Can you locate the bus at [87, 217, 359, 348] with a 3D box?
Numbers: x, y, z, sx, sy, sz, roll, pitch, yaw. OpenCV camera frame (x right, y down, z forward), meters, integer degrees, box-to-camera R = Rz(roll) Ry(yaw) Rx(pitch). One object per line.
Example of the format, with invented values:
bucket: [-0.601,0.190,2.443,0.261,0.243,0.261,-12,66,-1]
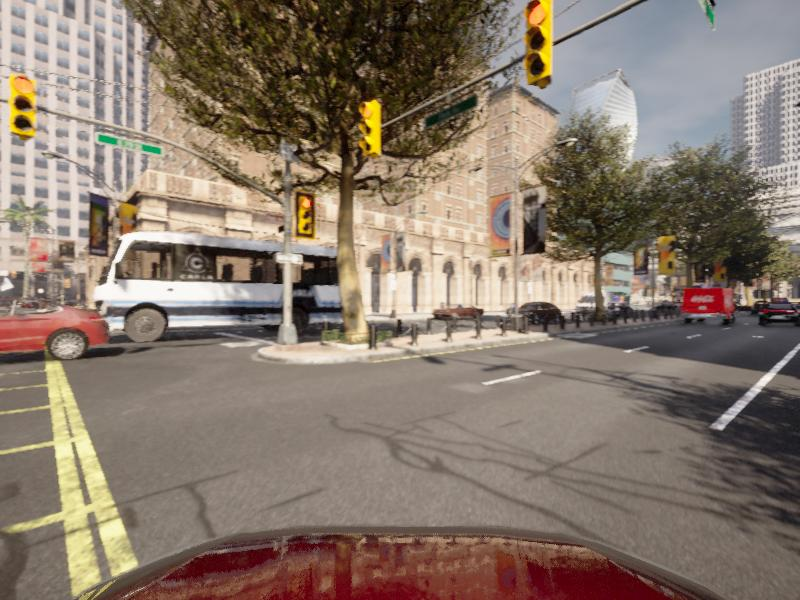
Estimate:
bus: [-7.259,-0.560,17.679,10.273,4.253,3.944,1,0,-38]

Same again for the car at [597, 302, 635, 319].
car: [20.174,0.906,37.365,3.806,1.475,1.970,0,0,-42]

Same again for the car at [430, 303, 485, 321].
car: [4.742,0.943,32.588,4.718,1.301,1.895,0,0,-42]

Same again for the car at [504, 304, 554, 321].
car: [10.899,0.968,33.747,4.718,1.301,1.895,0,0,-42]

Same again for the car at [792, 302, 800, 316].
car: [44.068,0.952,43.330,5.008,1.535,1.882,0,0,-41]

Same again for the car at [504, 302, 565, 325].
car: [9.388,0.867,27.689,4.892,1.490,1.837,1,0,-42]

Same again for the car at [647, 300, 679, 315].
car: [31.037,0.856,47.112,5.238,1.638,1.930,0,0,-42]

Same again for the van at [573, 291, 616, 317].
van: [20.775,0.375,42.609,5.915,2.561,1.988,0,0,-42]

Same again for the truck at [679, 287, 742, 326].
truck: [21.982,0.419,28.238,5.204,2.467,2.627,0,0,-42]

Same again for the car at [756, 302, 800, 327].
car: [25.579,0.896,26.766,4.974,1.542,2.038,1,0,-42]

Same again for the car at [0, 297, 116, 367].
car: [-10.315,0.743,10.002,5.027,1.651,2.152,0,0,-42]

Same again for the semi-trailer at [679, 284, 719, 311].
semi-trailer: [53.194,-0.468,70.821,14.254,4.402,2.717,0,0,-41]

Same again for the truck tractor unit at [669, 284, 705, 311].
truck tractor unit: [47.172,-0.393,65.692,6.516,4.208,3.053,1,0,-38]

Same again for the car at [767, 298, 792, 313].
car: [54.997,0.729,57.865,5.566,2.045,2.150,0,0,-42]
